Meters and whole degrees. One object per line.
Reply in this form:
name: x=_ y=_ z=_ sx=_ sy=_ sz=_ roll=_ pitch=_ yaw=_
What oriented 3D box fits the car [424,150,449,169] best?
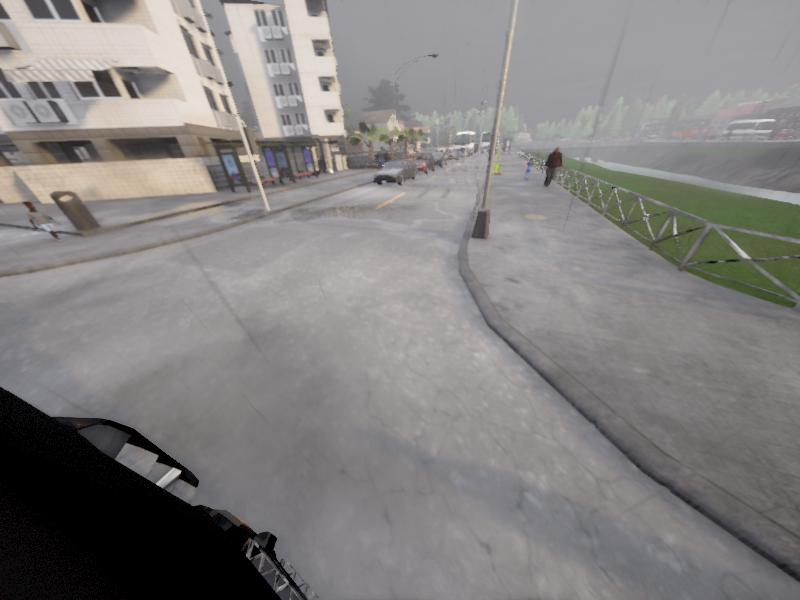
car: x=4.437 y=-16.894 z=27.627 sx=1.930 sy=1.638 sz=5.238 roll=9 pitch=35 yaw=17

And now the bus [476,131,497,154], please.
bus: x=22.437 y=-40.471 z=59.498 sx=3.944 sy=4.253 sz=10.273 roll=9 pitch=35 yaw=17

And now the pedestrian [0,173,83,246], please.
pedestrian: x=-10.810 y=-2.646 z=6.807 sx=0.751 sy=1.860 sz=0.751 roll=8 pitch=35 yaw=15

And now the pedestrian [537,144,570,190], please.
pedestrian: x=7.399 y=-6.462 z=11.247 sx=0.751 sy=1.860 sz=0.751 roll=9 pitch=35 yaw=17

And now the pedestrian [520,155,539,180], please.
pedestrian: x=8.015 y=-8.214 z=14.348 sx=0.751 sy=1.300 sz=0.751 roll=11 pitch=36 yaw=20

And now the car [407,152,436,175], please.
car: x=2.152 y=-13.220 z=22.284 sx=1.851 sy=1.617 sz=3.988 roll=9 pitch=35 yaw=17

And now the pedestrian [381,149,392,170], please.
pedestrian: x=-1.495 y=-15.573 z=25.638 sx=0.751 sy=1.860 sz=0.751 roll=13 pitch=36 yaw=22

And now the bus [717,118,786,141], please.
bus: x=88.310 y=-43.102 z=58.634 sx=3.944 sy=4.253 sz=10.273 roll=9 pitch=36 yaw=17

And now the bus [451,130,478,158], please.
bus: x=13.621 y=-32.590 z=48.252 sx=3.944 sy=4.253 sz=10.273 roll=9 pitch=36 yaw=17

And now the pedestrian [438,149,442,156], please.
pedestrian: x=8.819 y=-32.394 z=50.797 sx=0.751 sy=1.300 sz=0.751 roll=-3 pitch=34 yaw=0

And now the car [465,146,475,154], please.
car: x=17.936 y=-38.485 z=59.293 sx=1.801 sy=1.575 sz=5.366 roll=9 pitch=35 yaw=17

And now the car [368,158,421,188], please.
car: x=-0.181 y=-9.384 z=16.862 sx=2.033 sy=1.411 sz=5.357 roll=9 pitch=35 yaw=17

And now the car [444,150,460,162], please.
car: x=8.371 y=-23.114 z=36.967 sx=1.994 sy=1.385 sz=4.181 roll=8 pitch=35 yaw=16
